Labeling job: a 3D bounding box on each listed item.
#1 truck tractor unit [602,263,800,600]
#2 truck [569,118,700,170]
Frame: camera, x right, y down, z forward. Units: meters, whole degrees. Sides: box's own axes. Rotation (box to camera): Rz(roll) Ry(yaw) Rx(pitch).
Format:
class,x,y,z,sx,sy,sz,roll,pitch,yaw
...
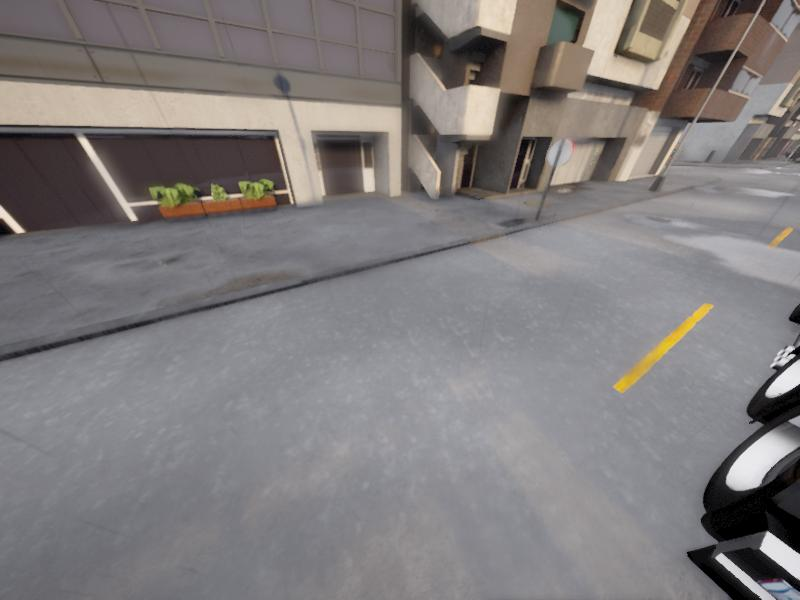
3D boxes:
class,x,y,z,sx,sy,sz,roll,pitch,yaw
truck tractor unit,5.113,-0.296,0.796,6.516,4.208,3.053,-18,39,-24
truck,23.856,-16.473,24.428,2.891,3.827,8.468,-19,39,-25
